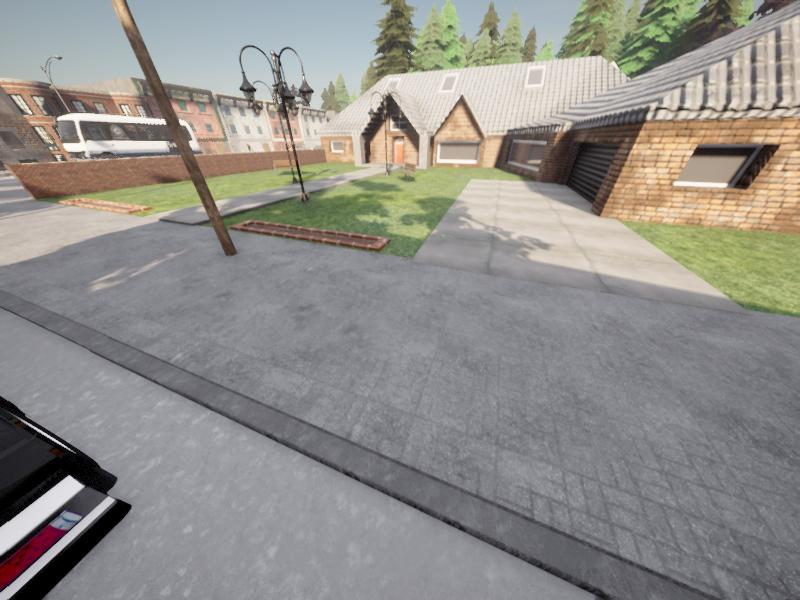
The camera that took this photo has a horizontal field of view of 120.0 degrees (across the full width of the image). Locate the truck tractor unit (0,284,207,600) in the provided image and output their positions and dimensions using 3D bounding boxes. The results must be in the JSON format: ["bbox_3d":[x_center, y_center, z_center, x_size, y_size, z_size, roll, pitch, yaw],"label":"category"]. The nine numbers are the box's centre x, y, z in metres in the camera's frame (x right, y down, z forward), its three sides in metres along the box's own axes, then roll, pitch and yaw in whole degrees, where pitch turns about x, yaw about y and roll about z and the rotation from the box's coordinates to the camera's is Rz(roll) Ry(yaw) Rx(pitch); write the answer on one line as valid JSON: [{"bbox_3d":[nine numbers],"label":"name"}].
[{"bbox_3d":[-5.248,-0.132,0.536,6.516,4.208,3.053,12,37,16],"label":"truck tractor unit"}]

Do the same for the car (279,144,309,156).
[{"bbox_3d":[-18.968,-27.046,41.641,2.242,1.667,4.611,12,36,17],"label":"car"}]

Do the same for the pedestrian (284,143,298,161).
[{"bbox_3d":[-13.401,-18.187,28.446,0.751,1.860,0.751,11,36,16],"label":"pedestrian"}]

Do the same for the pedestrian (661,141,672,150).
[{"bbox_3d":[63.493,-36.842,54.991,0.751,1.860,0.751,14,37,19],"label":"pedestrian"}]

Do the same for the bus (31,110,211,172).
[{"bbox_3d":[-26.780,-16.111,23.650,3.944,4.253,10.273,12,36,17],"label":"bus"}]
